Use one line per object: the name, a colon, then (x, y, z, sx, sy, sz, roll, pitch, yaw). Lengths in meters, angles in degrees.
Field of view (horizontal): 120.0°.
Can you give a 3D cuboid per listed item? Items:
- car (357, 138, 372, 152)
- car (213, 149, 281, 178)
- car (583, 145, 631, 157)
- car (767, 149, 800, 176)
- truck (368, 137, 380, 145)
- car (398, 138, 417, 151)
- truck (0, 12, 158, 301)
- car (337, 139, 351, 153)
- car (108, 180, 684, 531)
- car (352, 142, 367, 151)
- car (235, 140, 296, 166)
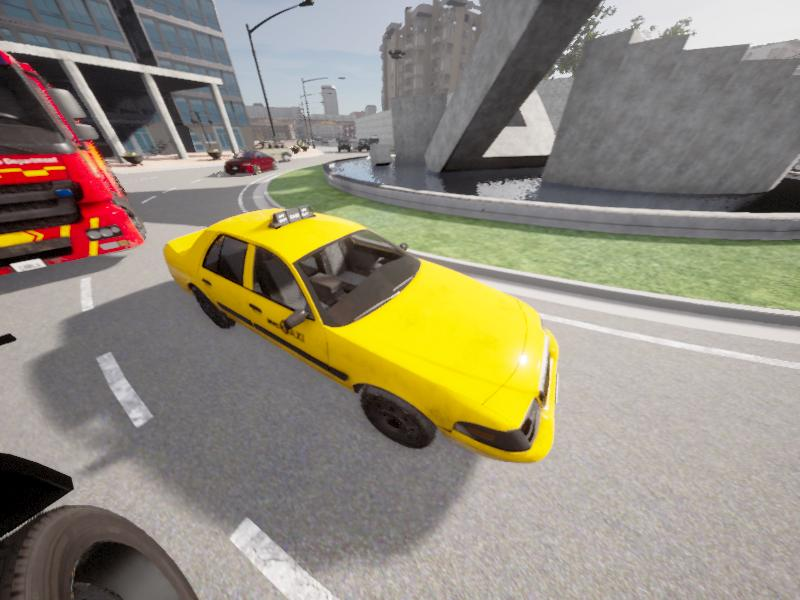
car: (-6.209, -26.821, 40.012, 1.905, 1.878, 3.866, -8, 36, -12)
car: (-10.617, -9.819, 16.489, 1.994, 1.385, 4.181, 2, 35, 2)
car: (28.106, -20.276, 31.448, 4.718, 1.301, 1.895, -3, 36, -4)
car: (29.816, -9.544, 16.128, 2.038, 1.542, 4.974, 13, 37, 18)
truck: (-7.907, -47.771, 69.342, 2.390, 2.098, 6.274, -9, 36, -13)
car: (1.322, -29.551, 43.889, 1.905, 1.878, 3.866, -18, 39, -24)
truck: (-9.261, -3.477, 5.439, 8.468, 3.827, 2.891, 29, 45, 35)
car: (-9.297, -25.646, 38.344, 1.905, 1.878, 3.866, -8, 36, -12)
car: (-0.973, -0.284, 2.911, 5.366, 1.575, 1.801, 19, 40, 25)
car: (-7.999, -30.297, 45.417, 1.895, 1.301, 4.718, -10, 37, -14)
car: (-12.959, -14.490, 22.620, 1.932, 1.855, 4.605, 16, 38, 21)
